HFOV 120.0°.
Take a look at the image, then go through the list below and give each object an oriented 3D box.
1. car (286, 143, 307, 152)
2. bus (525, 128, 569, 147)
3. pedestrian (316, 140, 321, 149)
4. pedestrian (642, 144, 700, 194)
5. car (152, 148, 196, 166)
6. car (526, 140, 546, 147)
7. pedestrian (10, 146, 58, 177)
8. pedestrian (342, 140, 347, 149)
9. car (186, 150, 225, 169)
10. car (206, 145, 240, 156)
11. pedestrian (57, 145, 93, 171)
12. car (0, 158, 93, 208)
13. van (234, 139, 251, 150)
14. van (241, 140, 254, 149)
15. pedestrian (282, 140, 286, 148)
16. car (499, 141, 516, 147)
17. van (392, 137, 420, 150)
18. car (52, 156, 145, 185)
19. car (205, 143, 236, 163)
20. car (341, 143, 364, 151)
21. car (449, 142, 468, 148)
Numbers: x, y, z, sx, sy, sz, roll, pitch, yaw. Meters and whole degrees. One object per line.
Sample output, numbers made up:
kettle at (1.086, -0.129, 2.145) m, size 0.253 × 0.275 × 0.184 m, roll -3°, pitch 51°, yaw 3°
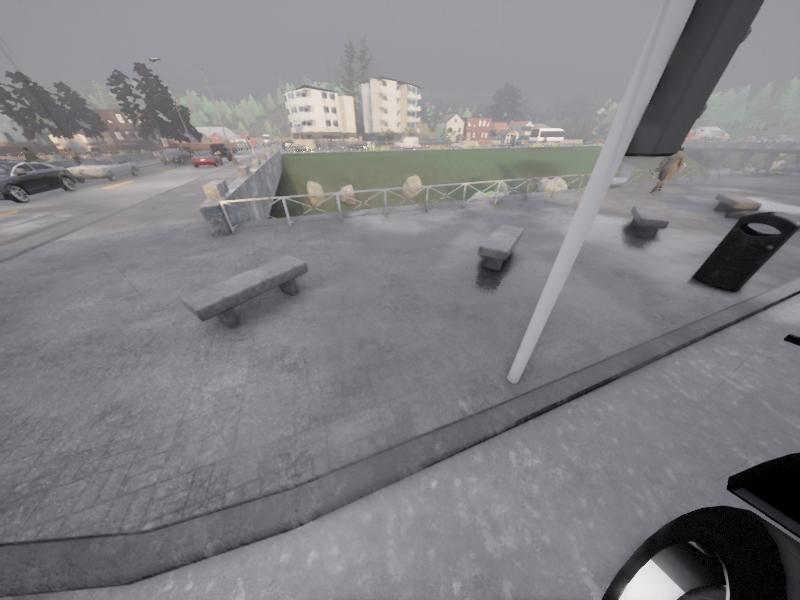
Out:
car at (-22.571, -33.212, 50.363) m, size 3.806 × 1.475 × 1.970 m, roll -12°, pitch 37°, yaw -17°
bus at (42.027, -46.471, 66.199) m, size 10.273 × 4.253 × 3.944 m, roll -13°, pitch 37°, yaw -17°
pedestrian at (-19.867, -37.796, 56.130) m, size 0.751 × 1.860 × 0.751 m, roll -14°, pitch 37°, yaw -19°
pedestrian at (12.138, -5.884, 10.411) m, size 0.751 × 1.860 × 0.751 m, roll -13°, pitch 37°, yaw -17°
car at (-25.280, -16.207, 26.077) m, size 1.837 × 1.490 × 4.892 m, roll -13°, pitch 37°, yaw -17°
car at (41.279, -47.612, 70.118) m, size 4.856 × 1.649 × 2.033 m, roll -13°, pitch 37°, yaw -17°
pedestrian at (-26.015, -9.856, 16.466) m, size 0.751 × 1.860 × 0.751 m, roll -9°, pitch 36°, yaw -12°
pedestrian at (-13.899, -39.190, 58.053) m, size 0.751 × 1.860 × 0.751 m, roll -13°, pitch 37°, yaw -17°
car at (-19.944, -14.645, 23.898) m, size 1.994 × 1.385 × 4.181 m, roll -14°, pitch 37°, yaw -18°
car at (-32.230, -27.409, 42.245) m, size 2.033 × 1.411 × 5.357 m, roll 1°, pitch 35°, yaw 2°
pedestrian at (-28.177, -12.369, 20.080) m, size 0.751 × 1.860 × 0.751 m, roll -12°, pitch 37°, yaw -16°
car at (-18.034, -5.583, 10.804) m, size 2.128 × 1.511 × 4.902 m, roll -12°, pitch 37°, yaw -16°
van at (-42.252, -41.844, 62.079) m, size 2.351 × 2.431 × 6.366 m, roll -13°, pitch 37°, yaw -17°
van at (-45.196, -46.073, 68.489) m, size 2.069 × 2.038 × 4.480 m, roll -13°, pitch 37°, yaw -17°
pedestrian at (-36.024, -48.477, 71.736) m, size 0.751 × 1.860 × 0.751 m, roll -12°, pitch 37°, yaw -16°
car at (31.268, -45.258, 67.081) m, size 3.806 × 1.475 × 1.970 m, roll -13°, pitch 37°, yaw -17°
van at (1.544, -39.005, 57.556) m, size 6.366 × 2.431 × 2.351 m, roll -13°, pitch 37°, yaw -17°
car at (-20.612, -9.180, 16.159) m, size 1.895 × 1.301 × 4.718 m, roll -13°, pitch 37°, yaw -17°
car at (-22.522, -18.666, 29.216) m, size 1.905 × 1.878 × 3.866 m, roll -13°, pitch 37°, yaw -17°
car at (-11.111, -35.778, 53.890) m, size 4.892 × 1.490 × 1.837 m, roll -13°, pitch 37°, yaw -17°
car at (15.718, -41.724, 62.280) m, size 4.718 × 1.301 × 1.895 m, roll -13°, pitch 37°, yaw -17°
